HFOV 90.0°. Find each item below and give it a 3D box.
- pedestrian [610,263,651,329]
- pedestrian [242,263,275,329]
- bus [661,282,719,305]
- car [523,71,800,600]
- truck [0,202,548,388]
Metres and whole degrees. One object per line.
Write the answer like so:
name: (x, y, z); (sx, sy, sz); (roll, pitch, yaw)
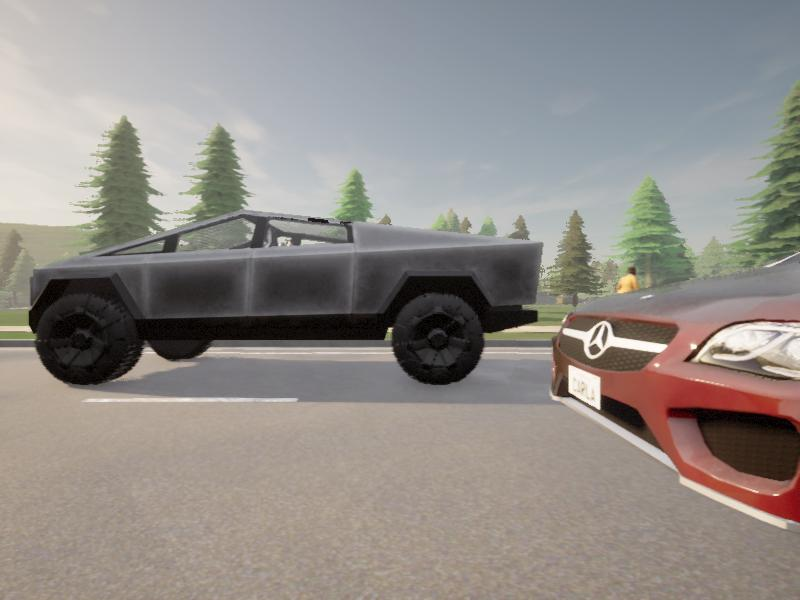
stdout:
pedestrian: (6.704, -0.117, 11.649); (0.751, 1.860, 0.751); (0, 0, -3)
pedestrian: (-4.079, -0.114, 11.579); (0.751, 1.860, 0.751); (0, 0, -4)
bus: (56.589, -1.159, 78.564); (3.944, 4.253, 10.273); (0, 0, 1)
car: (3.517, 0.179, 2.199); (5.027, 1.651, 2.152); (0, 0, 0)
truck: (-1.470, -0.057, 5.700); (6.274, 2.098, 2.390); (0, 0, 0)
